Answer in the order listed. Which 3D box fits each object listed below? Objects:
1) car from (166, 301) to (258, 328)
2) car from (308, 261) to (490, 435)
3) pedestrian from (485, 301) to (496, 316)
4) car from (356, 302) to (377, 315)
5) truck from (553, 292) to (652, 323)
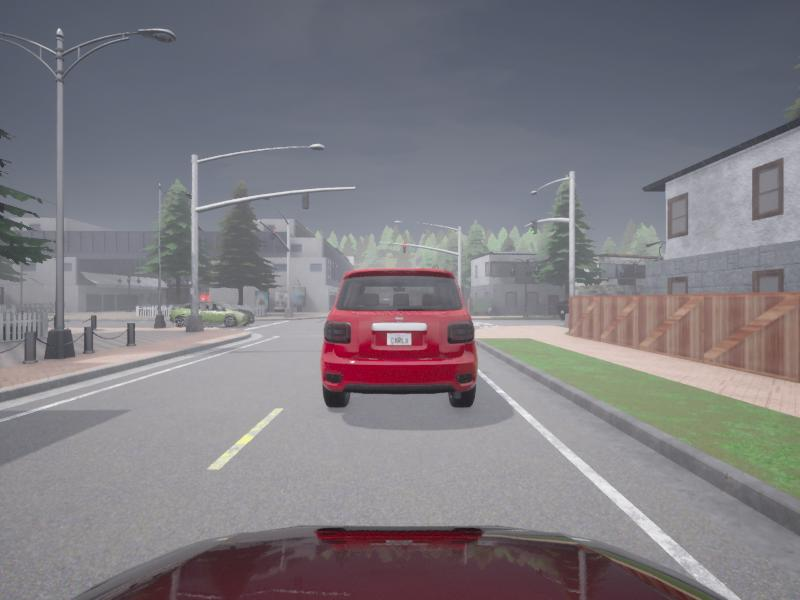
[{"bbox_3d":[-10.998,0.844,23.625,4.514,1.525,2.007,0,0,2],"label":"car"},{"bbox_3d":[-0.013,0.568,7.496,2.150,2.045,5.566,0,0,0],"label":"car"},{"bbox_3d":[7.922,0.746,34.885,0.751,1.300,0.751,0,0,-2],"label":"pedestrian"},{"bbox_3d":[-3.565,0.907,43.454,1.994,1.385,4.181,0,0,0],"label":"car"},{"bbox_3d":[14.789,0.523,29.358,6.274,2.098,2.390,0,0,-9],"label":"truck"}]
